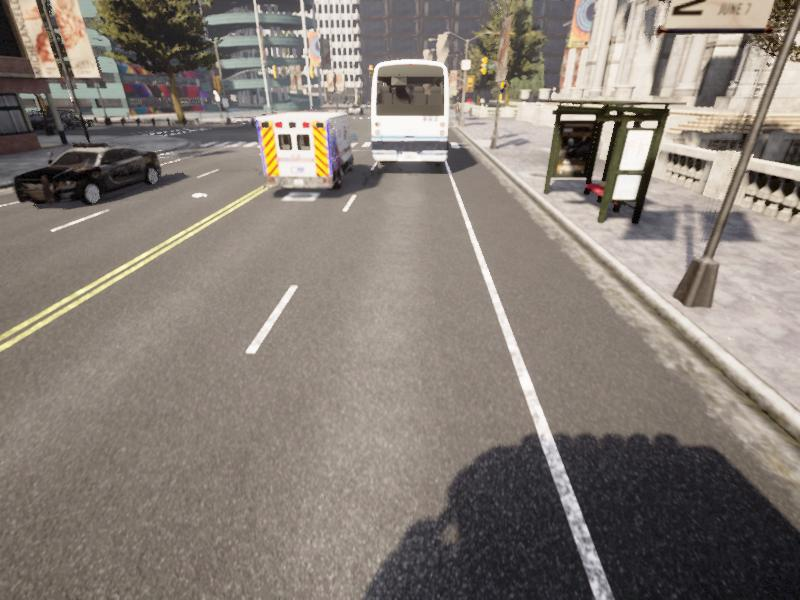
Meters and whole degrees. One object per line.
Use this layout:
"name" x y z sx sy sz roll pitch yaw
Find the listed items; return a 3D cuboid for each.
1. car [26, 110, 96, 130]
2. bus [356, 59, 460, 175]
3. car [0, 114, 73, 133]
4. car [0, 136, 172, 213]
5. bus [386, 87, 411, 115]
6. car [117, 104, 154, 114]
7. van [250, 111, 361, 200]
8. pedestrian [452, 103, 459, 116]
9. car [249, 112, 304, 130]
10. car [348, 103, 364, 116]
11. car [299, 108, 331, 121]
"car" -33.332 -17.730 39.432 4.611 1.667 2.242 1 27 2
"bus" 0.528 -9.586 20.722 3.944 4.253 10.273 1 27 2
"car" -32.988 -16.045 36.390 4.674 1.442 1.812 1 27 2
"car" -10.307 -4.430 13.500 1.930 1.638 5.238 1 27 3
"bus" -0.165 -36.757 73.813 3.944 4.253 10.273 1 27 2
"car" -46.882 -33.974 71.077 4.902 1.511 2.128 1 27 2
"van" -3.164 -5.788 15.298 2.351 2.431 6.366 1 27 2
"pedestrian" 8.430 -29.010 60.928 0.751 1.860 0.751 11 29 20
"car" -12.105 -17.742 39.628 4.974 1.542 2.038 -5 27 -10
"car" -7.380 -32.283 67.673 1.932 1.855 4.605 1 27 2
"car" -11.302 -24.813 53.456 1.845 1.501 3.633 22 34 36
